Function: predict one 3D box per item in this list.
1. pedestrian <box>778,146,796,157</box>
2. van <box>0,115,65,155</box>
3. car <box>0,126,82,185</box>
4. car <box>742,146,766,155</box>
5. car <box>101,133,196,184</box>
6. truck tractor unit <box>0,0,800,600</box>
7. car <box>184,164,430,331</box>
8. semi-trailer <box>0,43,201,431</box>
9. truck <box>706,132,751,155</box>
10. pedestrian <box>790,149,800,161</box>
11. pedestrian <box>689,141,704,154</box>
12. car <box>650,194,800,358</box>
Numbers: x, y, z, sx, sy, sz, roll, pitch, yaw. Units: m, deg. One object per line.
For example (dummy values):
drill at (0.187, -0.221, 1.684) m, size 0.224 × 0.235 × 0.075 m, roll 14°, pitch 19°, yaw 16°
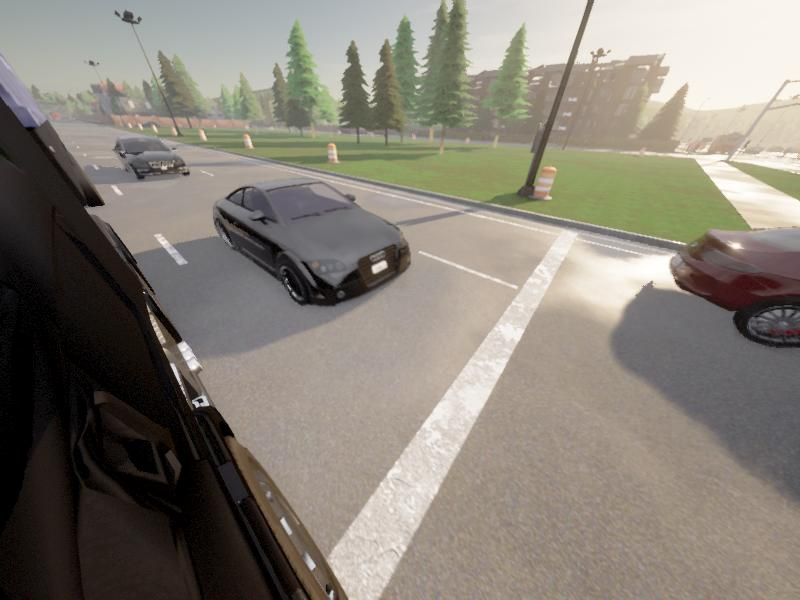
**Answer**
pedestrian at (77.613, -29.745, 46.340) m, size 0.751 × 1.860 × 0.751 m, roll 26°, pitch 43°, yaw 28°
van at (-25.328, -11.368, 15.872) m, size 4.442 × 1.987 × 1.775 m, roll 28°, pitch 44°, yaw 30°
car at (-16.147, -6.373, 9.954) m, size 5.027 × 1.651 × 2.152 m, roll 28°, pitch 44°, yaw 30°
car at (83.104, -35.184, 54.309) m, size 1.837 × 1.490 × 4.892 m, roll 28°, pitch 43°, yaw 30°
car at (-11.766, -6.735, 10.784) m, size 4.892 × 1.490 × 1.837 m, roll 28°, pitch 44°, yaw 30°
truck tractor unit at (-2.645, -0.295, 0.351) m, size 6.516 × 4.208 × 3.053 m, roll 28°, pitch 44°, yaw 30°
car at (-1.817, -1.433, 4.293) m, size 4.181 × 1.385 × 1.994 m, roll 28°, pitch 44°, yaw 30°
semi-trailer at (-8.696, -3.588, 4.257) m, size 14.254 × 4.402 × 2.717 m, roll 28°, pitch 44°, yaw 30°
truck at (70.245, -33.741, 49.712) m, size 2.891 × 3.827 × 8.468 m, roll 28°, pitch 43°, yaw 30°
pedestrian at (67.218, -24.506, 38.711) m, size 0.751 × 1.860 × 0.751 m, roll 21°, pitch 41°, yaw 24°
pedestrian at (54.359, -27.926, 42.359) m, size 0.751 × 1.860 × 0.751 m, roll 28°, pitch 44°, yaw 30°
car at (6.368, 0.130, 2.572) m, size 4.674 × 1.442 × 1.812 m, roll 28°, pitch 43°, yaw 30°
